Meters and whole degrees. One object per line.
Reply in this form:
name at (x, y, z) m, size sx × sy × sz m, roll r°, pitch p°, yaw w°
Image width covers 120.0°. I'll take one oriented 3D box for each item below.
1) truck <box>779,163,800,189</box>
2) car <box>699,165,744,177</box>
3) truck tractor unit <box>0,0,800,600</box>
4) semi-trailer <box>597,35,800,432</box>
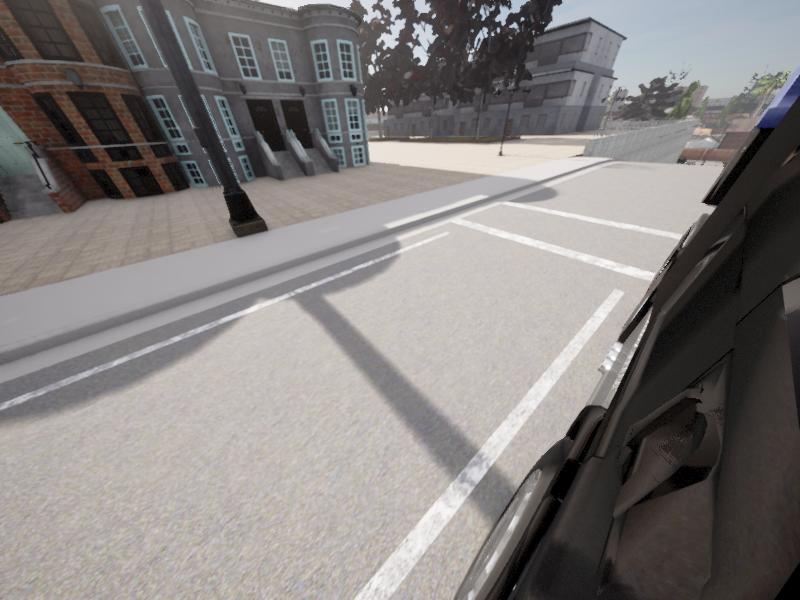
truck at (32.477, -9.695, 17.572) m, size 6.274 × 2.098 × 2.390 m, roll -18°, pitch 38°, yaw -36°
car at (62.884, -25.395, 45.287) m, size 1.882 × 1.535 × 5.008 m, roll -28°, pitch 43°, yaw -29°
truck tractor unit at (2.645, -0.295, 0.351) m, size 6.516 × 4.208 × 3.053 m, roll -28°, pitch 44°, yaw -30°
semi-trailer at (8.745, -3.583, 4.166) m, size 14.254 × 4.402 × 2.717 m, roll -28°, pitch 43°, yaw -29°
